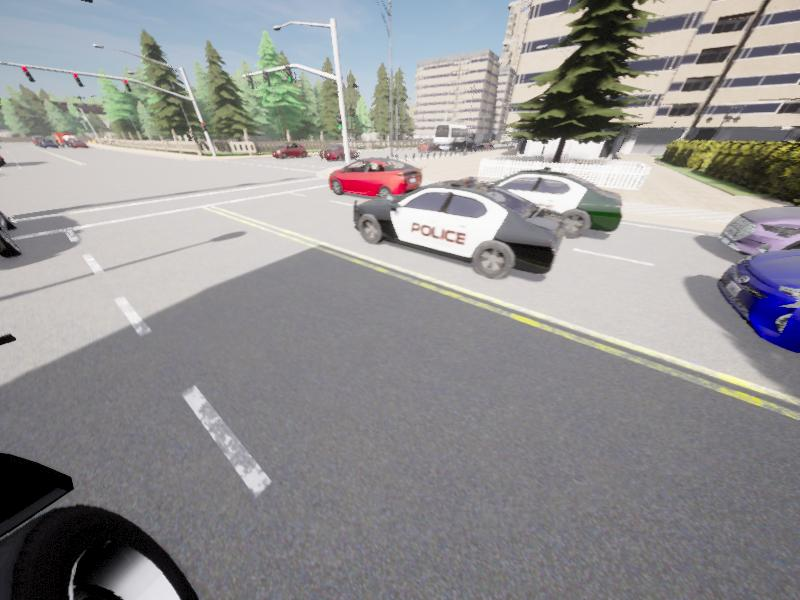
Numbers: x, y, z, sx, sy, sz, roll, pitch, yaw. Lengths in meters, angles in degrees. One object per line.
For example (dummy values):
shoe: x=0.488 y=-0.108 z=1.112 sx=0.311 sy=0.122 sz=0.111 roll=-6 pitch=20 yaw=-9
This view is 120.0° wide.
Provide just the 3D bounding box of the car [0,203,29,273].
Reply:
car: x=-10.413 y=-1.786 z=4.913 sx=5.238 sy=1.638 sz=1.930 roll=22 pitch=41 yaw=28

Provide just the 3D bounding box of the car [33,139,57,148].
car: x=-74.483 y=-32.808 z=48.482 sx=5.357 sy=1.411 sz=2.033 roll=22 pitch=41 yaw=28

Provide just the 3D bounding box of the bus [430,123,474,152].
bus: x=10.432 y=-32.072 z=45.780 sx=3.944 sy=4.253 sz=10.273 roll=22 pitch=41 yaw=28

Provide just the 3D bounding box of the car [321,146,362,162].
car: x=-6.636 y=-16.870 z=26.568 sx=1.994 sy=1.385 sz=4.181 roll=23 pitch=41 yaw=29

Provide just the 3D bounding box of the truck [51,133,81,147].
truck: x=-75.896 y=-36.291 z=52.472 sx=5.204 sy=2.467 sz=2.627 roll=22 pitch=41 yaw=28

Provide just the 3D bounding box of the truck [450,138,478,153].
truck: x=12.092 y=-28.991 z=43.296 sx=2.390 sy=2.098 sz=6.274 roll=23 pitch=41 yaw=29

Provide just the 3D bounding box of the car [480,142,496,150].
car: x=20.271 y=-35.297 z=52.948 sx=1.994 sy=1.385 sz=4.181 roll=22 pitch=41 yaw=28

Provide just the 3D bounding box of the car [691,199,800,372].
car: x=6.726 y=0.340 z=2.165 sx=4.514 sy=1.525 sz=2.007 roll=22 pitch=41 yaw=28

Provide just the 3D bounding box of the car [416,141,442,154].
car: x=5.113 y=-26.547 z=40.178 sx=2.152 sy=1.651 sz=5.027 roll=22 pitch=41 yaw=28

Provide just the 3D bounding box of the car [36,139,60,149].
car: x=-68.948 y=-30.632 z=45.267 sx=3.988 sy=1.617 sz=1.851 roll=22 pitch=41 yaw=28

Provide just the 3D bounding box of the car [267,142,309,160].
car: x=-13.606 y=-18.338 z=28.374 sx=1.851 sy=1.617 sz=3.988 roll=24 pitch=41 yaw=30

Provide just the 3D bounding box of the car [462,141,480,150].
car: x=16.426 y=-35.727 z=53.396 sx=2.128 sy=1.511 sz=4.902 roll=22 pitch=41 yaw=28

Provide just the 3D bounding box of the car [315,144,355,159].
car: x=-8.205 y=-19.108 z=29.659 sx=1.812 sy=1.442 sz=4.674 roll=22 pitch=41 yaw=28

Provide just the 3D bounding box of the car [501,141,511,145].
car: x=38.986 y=-57.602 z=84.724 sx=1.994 sy=1.385 sz=4.181 roll=22 pitch=41 yaw=28

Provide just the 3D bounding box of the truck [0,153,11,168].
truck: x=-35.685 y=-12.460 z=19.076 sx=5.204 sy=2.467 sz=2.627 roll=22 pitch=41 yaw=28

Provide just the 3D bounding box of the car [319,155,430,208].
car: x=-1.178 y=-5.401 z=10.226 sx=4.514 sy=1.525 sz=2.007 roll=24 pitch=41 yaw=29

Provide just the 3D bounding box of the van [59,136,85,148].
van: x=-69.590 y=-33.536 z=49.000 sx=4.480 sy=2.038 sz=2.069 roll=22 pitch=41 yaw=28

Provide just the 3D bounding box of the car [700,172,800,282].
car: x=9.586 y=-0.997 z=3.999 sx=4.856 sy=1.649 sz=2.033 roll=22 pitch=41 yaw=28

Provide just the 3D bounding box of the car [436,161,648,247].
car: x=3.891 y=-3.286 z=7.274 sx=4.974 sy=1.542 sz=2.038 roll=22 pitch=41 yaw=28

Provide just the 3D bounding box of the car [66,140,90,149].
car: x=-64.475 y=-31.214 z=46.247 sx=3.806 sy=1.475 sz=1.970 roll=22 pitch=41 yaw=28

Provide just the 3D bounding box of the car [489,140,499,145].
car: x=34.320 y=-57.366 z=84.213 sx=1.801 sy=1.575 sz=5.366 roll=22 pitch=41 yaw=28

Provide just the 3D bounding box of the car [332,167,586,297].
car: x=1.010 y=-2.000 z=5.423 sx=4.974 sy=1.542 sz=2.038 roll=22 pitch=41 yaw=28

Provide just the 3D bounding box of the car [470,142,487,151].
car: x=16.507 y=-32.269 z=48.527 sx=1.816 sy=1.474 sz=4.193 roll=22 pitch=41 yaw=28
